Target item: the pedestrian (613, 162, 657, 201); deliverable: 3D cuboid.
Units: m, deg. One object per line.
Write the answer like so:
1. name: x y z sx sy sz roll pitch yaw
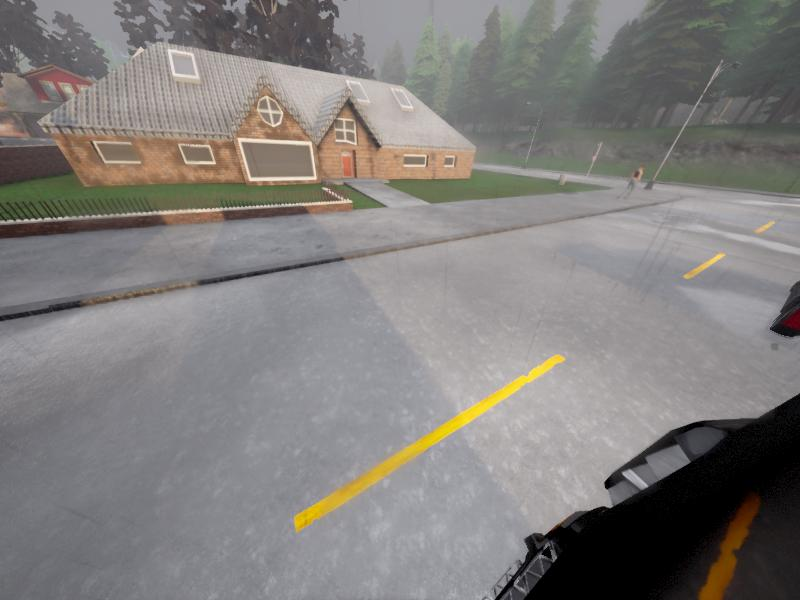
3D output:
1. pedestrian: 13.168 -6.632 12.999 0.751 1.860 0.751 -2 34 -8

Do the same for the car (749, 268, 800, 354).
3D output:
1. car: 7.389 -0.085 3.242 3.633 1.501 1.845 -16 38 -26
